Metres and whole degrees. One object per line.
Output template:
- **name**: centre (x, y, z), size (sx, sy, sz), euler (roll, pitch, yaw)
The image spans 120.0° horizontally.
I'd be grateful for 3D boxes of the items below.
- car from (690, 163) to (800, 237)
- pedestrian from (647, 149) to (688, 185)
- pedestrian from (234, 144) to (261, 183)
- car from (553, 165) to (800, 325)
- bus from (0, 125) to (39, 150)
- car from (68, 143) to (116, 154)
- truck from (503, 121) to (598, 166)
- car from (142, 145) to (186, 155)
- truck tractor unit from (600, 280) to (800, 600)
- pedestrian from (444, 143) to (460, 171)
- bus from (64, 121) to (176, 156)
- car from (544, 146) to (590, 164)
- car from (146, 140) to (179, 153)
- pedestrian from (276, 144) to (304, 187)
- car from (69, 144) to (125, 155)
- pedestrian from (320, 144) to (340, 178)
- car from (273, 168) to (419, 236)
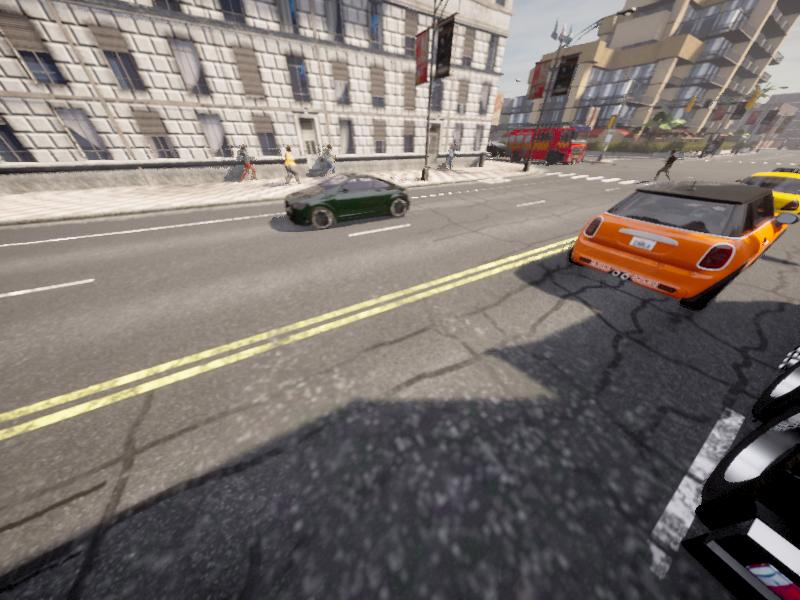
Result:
- **car**: centre (12.780, -3.682, 8.009), size (5.366, 1.575, 1.801), euler (-18, 39, -25)
- **pedestrian**: centre (16.532, -8.267, 14.339), size (0.751, 1.860, 0.751), euler (-16, 38, -21)
- **pedestrian**: centre (-8.698, -7.820, 13.228), size (0.751, 1.860, 0.751), euler (-18, 39, -24)
- **car**: centre (5.788, -1.510, 4.647), size (4.553, 1.767, 2.097), euler (-18, 39, -24)
- **bus**: centre (-85.959, -34.999, 49.859), size (3.944, 4.253, 10.273), euler (-18, 39, -24)
- **car**: centre (-54.147, -26.792, 40.718), size (4.514, 1.525, 2.007), euler (-17, 38, -23)
- **truck**: centre (16.784, -18.202, 26.939), size (2.891, 3.827, 8.468), euler (-15, 38, -21)
- **car**: centre (-38.855, -24.776, 38.146), size (4.718, 1.301, 1.895), euler (-18, 39, -24)
- **truck tractor unit**: centre (5.135, -0.276, 0.743), size (6.516, 4.208, 3.053), euler (-17, 38, -23)
- **pedestrian**: centre (4.211, -11.703, 18.911), size (0.751, 1.860, 0.751), euler (-17, 38, -23)
- **bus**: centre (-44.778, -26.424, 37.882), size (10.273, 4.253, 3.944), euler (-18, 39, -24)
- **car**: centre (20.605, -18.034, 28.670), size (1.851, 1.617, 3.988), euler (-20, 40, -26)
- **car**: centre (-45.758, -29.687, 44.620), size (3.866, 1.878, 1.905), euler (-19, 39, -24)
- **pedestrian**: centre (-5.772, -7.077, 12.183), size (0.751, 1.860, 0.751), euler (-22, 40, -28)
- **car**: centre (-50.840, -25.488, 38.987), size (5.357, 1.411, 2.033), euler (-18, 39, -24)
- **pedestrian**: centre (-4.572, -9.104, 15.105), size (0.751, 1.860, 0.751), euler (-19, 39, -26)
- **car**: centre (-1.698, -3.504, 7.822), size (4.181, 1.385, 1.994), euler (-18, 39, -24)
